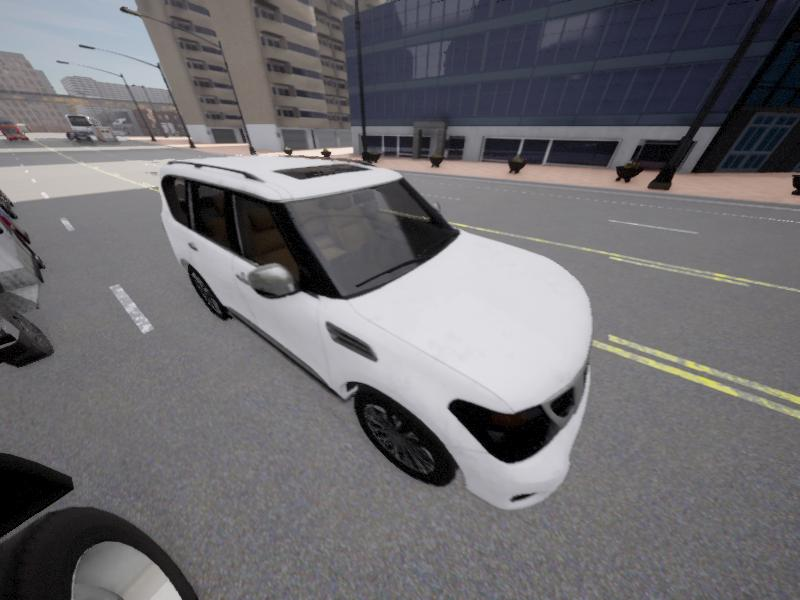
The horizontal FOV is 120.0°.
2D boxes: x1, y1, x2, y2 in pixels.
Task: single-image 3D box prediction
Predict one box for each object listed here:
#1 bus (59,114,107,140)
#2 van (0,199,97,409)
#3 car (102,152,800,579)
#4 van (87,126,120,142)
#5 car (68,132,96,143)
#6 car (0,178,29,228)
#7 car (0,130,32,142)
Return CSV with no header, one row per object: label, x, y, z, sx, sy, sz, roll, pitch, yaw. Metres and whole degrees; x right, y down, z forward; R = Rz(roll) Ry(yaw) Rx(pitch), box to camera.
bus,-70.846,-38.911,51.998,3.944,4.253,10.273,-27,45,-34
van,-6.926,-0.720,2.780,6.366,2.431,2.351,22,40,28
car,-0.855,-0.529,2.888,5.566,2.045,2.150,22,41,28
van,-59.217,-33.153,46.157,6.366,2.431,2.351,24,41,27
car,-59.095,-30.152,42.916,4.902,1.511,2.128,24,41,27
car,-14.207,-3.324,7.220,4.902,1.511,2.128,22,41,28
car,-67.520,-28.857,40.634,4.611,1.667,2.242,24,41,27
